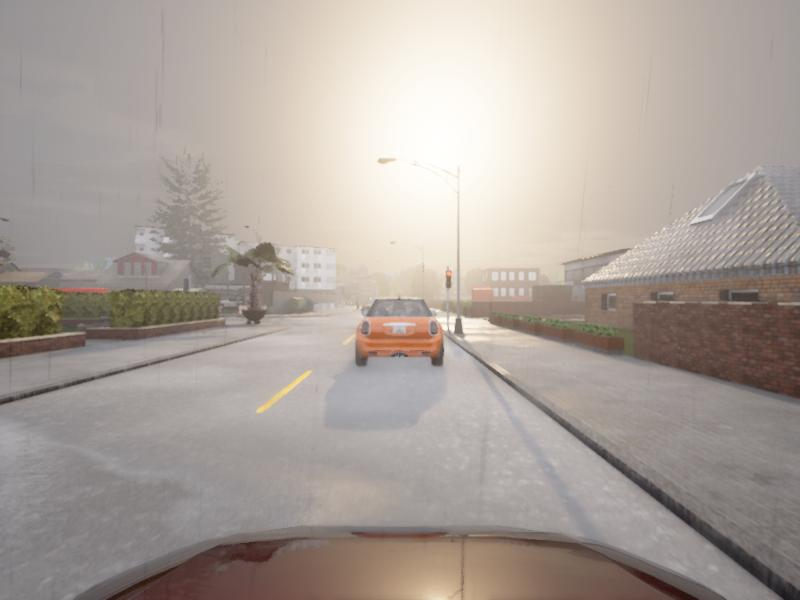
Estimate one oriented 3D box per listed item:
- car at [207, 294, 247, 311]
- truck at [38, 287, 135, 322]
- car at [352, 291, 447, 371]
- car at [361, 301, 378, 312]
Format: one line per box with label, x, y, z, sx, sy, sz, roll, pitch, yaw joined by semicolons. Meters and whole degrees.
car;-19.824;0.306;45.965;1.905;1.878;3.866;0;0;35
truck;-23.229;0.342;29.838;5.204;2.467;2.627;0;0;0
car;-0.011;0.689;11.152;2.097;1.767;4.553;0;0;0
car;-4.079;0.879;54.598;1.994;1.385;4.181;0;0;0
